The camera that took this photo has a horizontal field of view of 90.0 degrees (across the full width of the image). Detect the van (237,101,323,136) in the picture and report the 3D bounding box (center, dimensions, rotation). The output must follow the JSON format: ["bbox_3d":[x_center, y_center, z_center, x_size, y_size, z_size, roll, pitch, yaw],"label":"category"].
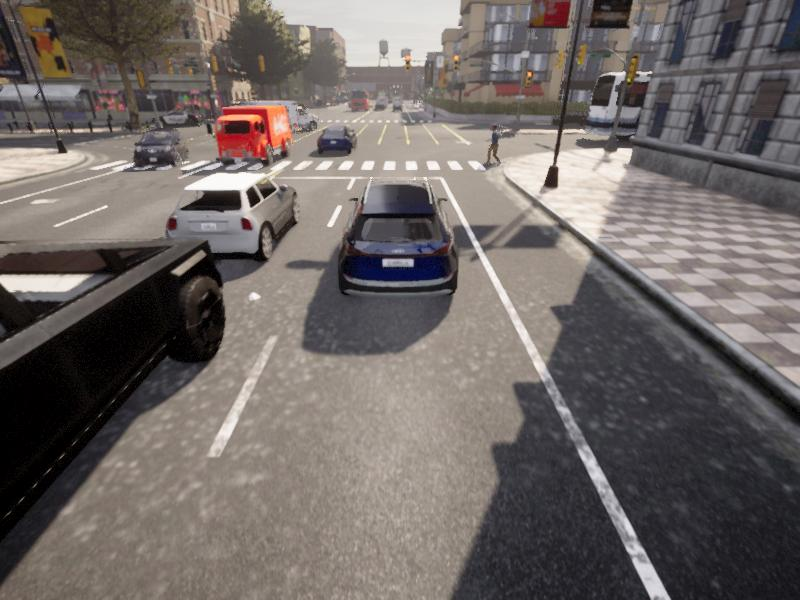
[{"bbox_3d":[-10.139,-15.674,34.286,6.366,2.431,2.351,-20,34,-34],"label":"van"}]

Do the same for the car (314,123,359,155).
[{"bbox_3d":[-3.633,-9.535,23.556,1.994,1.385,4.181,0,27,0],"label":"car"}]

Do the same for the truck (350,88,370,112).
[{"bbox_3d":[-7.456,-37.660,75.351,2.891,3.827,8.468,0,27,0],"label":"truck"}]

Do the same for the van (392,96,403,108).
[{"bbox_3d":[-0.562,-46.463,93.934,2.351,2.431,6.366,0,27,0],"label":"van"}]

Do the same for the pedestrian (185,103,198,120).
[{"bbox_3d":[-25.014,-22.684,48.083,0.751,1.860,0.751,1,27,1],"label":"pedestrian"}]

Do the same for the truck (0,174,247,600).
[{"bbox_3d":[-3.508,0.767,2.802,2.390,2.098,6.274,0,27,0],"label":"truck"}]

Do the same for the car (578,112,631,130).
[{"bbox_3d":[19.282,-16.946,37.822,3.806,1.475,1.970,0,27,0],"label":"car"}]

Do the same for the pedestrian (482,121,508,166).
[{"bbox_3d":[4.375,-7.221,18.495,0.751,1.860,0.751,-4,28,-8],"label":"pedestrian"}]

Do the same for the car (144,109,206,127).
[{"bbox_3d":[-22.994,-18.660,41.036,4.974,1.542,2.038,-2,27,-5],"label":"car"}]

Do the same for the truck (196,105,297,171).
[{"bbox_3d":[-7.030,-7.966,19.305,2.627,2.467,5.204,0,28,0],"label":"truck"}]

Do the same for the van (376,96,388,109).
[{"bbox_3d":[-4.049,-45.404,91.879,2.351,2.431,6.366,0,27,0],"label":"van"}]

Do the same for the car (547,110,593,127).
[{"bbox_3d":[17.348,-18.586,40.914,3.705,1.549,1.789,0,27,0],"label":"car"}]

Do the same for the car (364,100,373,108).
[{"bbox_3d":[-7.574,-46.901,95.749,1.801,1.575,5.366,0,27,0],"label":"car"}]

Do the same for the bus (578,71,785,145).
[{"bbox_3d":[18.492,-13.083,27.315,10.273,4.253,3.944,0,27,1],"label":"bus"}]

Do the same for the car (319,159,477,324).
[{"bbox_3d":[-0.035,-1.499,7.710,2.033,1.649,4.856,0,27,0],"label":"car"}]

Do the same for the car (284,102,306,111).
[{"bbox_3d":[-20.448,-37.766,78.051,3.988,1.617,1.851,-5,28,-9],"label":"car"}]

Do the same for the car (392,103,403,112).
[{"bbox_3d":[-0.450,-36.661,76.066,2.033,1.411,5.357,0,27,0],"label":"car"}]

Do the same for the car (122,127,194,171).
[{"bbox_3d":[-11.164,-7.165,18.781,1.845,1.501,3.633,-6,28,-14],"label":"car"}]

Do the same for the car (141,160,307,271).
[{"bbox_3d":[-3.541,-2.089,9.014,1.970,1.475,3.806,0,27,0],"label":"car"}]
